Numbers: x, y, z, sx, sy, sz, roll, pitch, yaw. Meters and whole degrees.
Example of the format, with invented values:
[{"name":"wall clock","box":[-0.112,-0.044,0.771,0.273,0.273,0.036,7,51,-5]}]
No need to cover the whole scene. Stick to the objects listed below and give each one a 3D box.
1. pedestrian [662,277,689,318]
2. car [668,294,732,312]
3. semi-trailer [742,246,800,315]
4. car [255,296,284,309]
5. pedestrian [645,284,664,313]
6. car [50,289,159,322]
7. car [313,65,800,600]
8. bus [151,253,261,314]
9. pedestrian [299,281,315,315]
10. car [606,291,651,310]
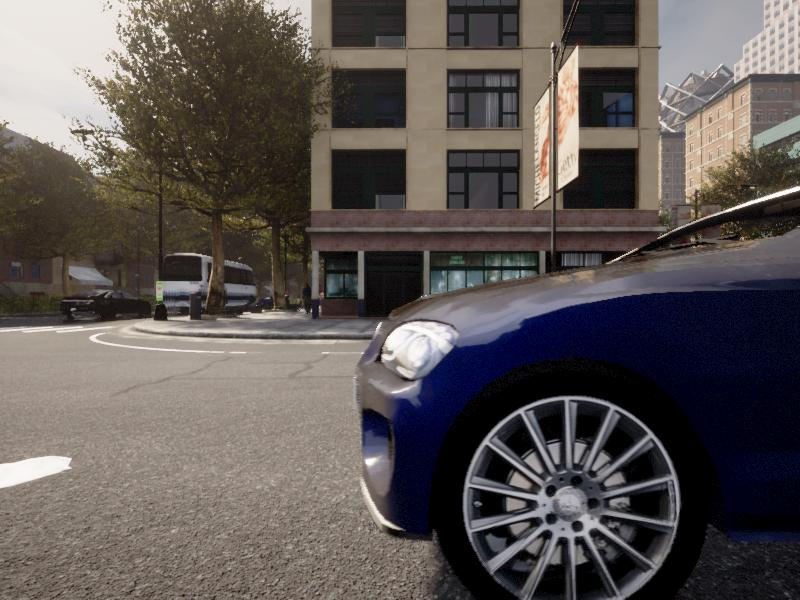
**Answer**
[{"name":"pedestrian","box":[12.787,-0.115,18.583,0.751,1.860,0.751,0,0,5]},{"name":"car","box":[26.414,0.251,35.478,2.163,1.488,4.792,0,0,1]},{"name":"semi-trailer","box":[26.619,-1.218,22.697,2.717,4.402,14.254,0,0,2]},{"name":"car","box":[-14.959,0.270,46.034,1.812,1.442,4.674,0,0,1]},{"name":"pedestrian","box":[16.463,-0.115,25.922,0.751,1.860,0.751,0,0,-6]},{"name":"car","box":[-15.109,0.237,20.915,2.128,1.511,4.902,0,0,0]},{"name":"car","box":[2.289,0.181,2.154,5.027,1.651,2.152,0,0,1]},{"name":"bus","box":[-15.193,-1.135,32.766,3.944,4.253,10.273,0,0,0]},{"name":"pedestrian","box":[-5.177,-0.115,22.381,0.751,1.860,0.751,0,0,-1]},{"name":"car","box":[22.967,0.051,40.481,1.932,1.855,4.605,0,0,1]}]
